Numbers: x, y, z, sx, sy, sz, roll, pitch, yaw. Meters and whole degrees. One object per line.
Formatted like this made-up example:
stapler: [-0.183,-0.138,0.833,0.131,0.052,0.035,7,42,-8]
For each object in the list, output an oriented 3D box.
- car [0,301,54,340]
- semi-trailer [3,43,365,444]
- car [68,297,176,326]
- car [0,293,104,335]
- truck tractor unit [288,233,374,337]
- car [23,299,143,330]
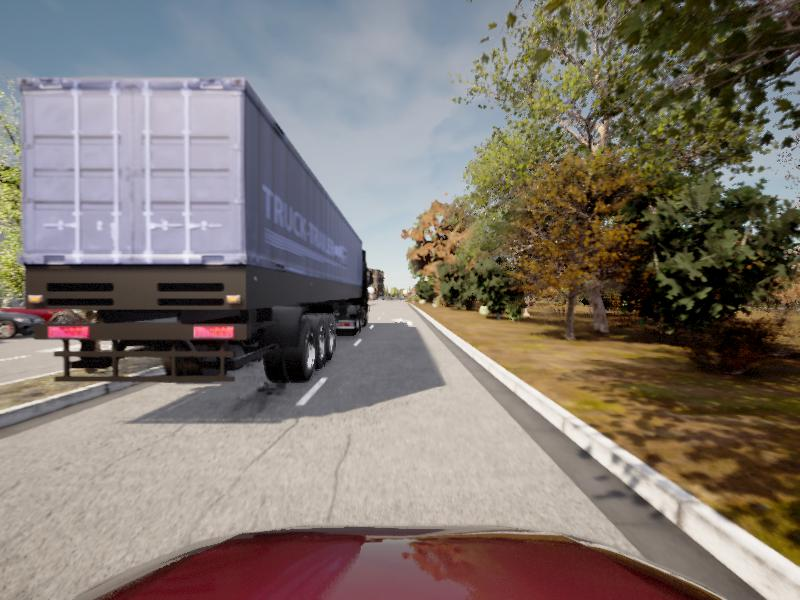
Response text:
car: [-16.828,0.792,15.553,4.674,1.452,2.002,-1,0,-20]
semi-trailer: [-2.989,-0.673,11.518,2.717,4.402,14.254,0,1,0]
car: [-16.813,0.645,24.552,5.008,1.535,2.097,-1,1,-20]
car: [-16.856,0.592,18.540,4.553,1.767,2.185,-1,0,-20]
truck tractor unit: [-2.991,-0.654,19.432,3.053,4.208,6.516,0,1,0]
car: [-16.825,0.723,21.553,4.674,1.452,2.002,-1,0,-20]
